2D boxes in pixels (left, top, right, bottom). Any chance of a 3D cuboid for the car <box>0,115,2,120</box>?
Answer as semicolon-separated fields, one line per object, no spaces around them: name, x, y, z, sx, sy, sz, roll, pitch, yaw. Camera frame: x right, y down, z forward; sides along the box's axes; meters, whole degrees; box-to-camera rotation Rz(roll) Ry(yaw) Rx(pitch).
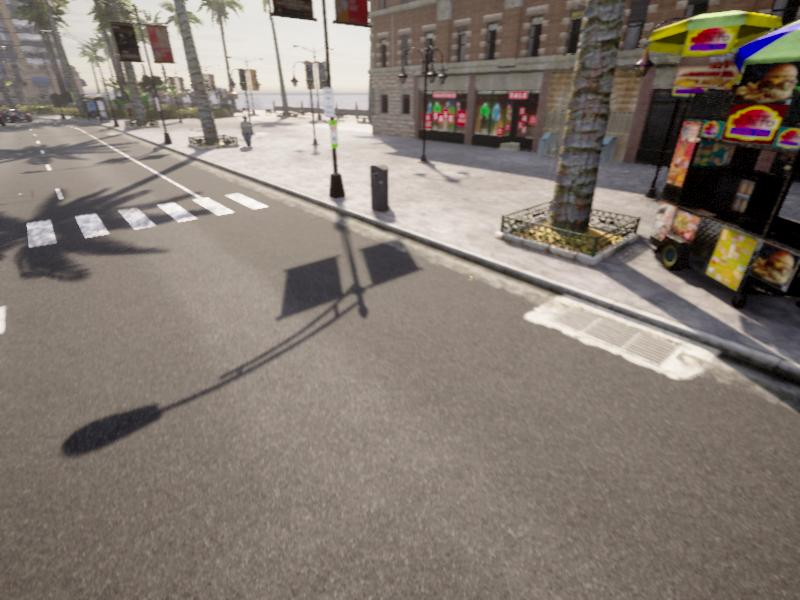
car;-56.336;-25.080;53.207;5.566;2.045;2.150;10;29;19

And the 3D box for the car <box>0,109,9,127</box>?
car;-43.890;-19.377;42.515;4.611;1.667;2.242;21;34;34

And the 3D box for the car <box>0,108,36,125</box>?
car;-47.145;-22.402;48.762;5.027;1.651;2.152;15;31;26

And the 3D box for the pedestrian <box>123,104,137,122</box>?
pedestrian;-31.421;-21.739;46.515;0.751;1.860;0.751;22;35;36

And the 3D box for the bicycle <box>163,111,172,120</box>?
bicycle;-30.095;-23.962;51.833;0.373;1.024;1.643;-22;34;-36

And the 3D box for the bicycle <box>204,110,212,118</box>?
bicycle;-26.296;-25.469;54.764;0.373;1.024;1.643;-22;34;-36

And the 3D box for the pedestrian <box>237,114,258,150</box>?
pedestrian;-8.860;-9.774;23.230;0.751;1.860;0.751;-12;30;-23

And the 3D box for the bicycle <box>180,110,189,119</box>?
bicycle;-28.575;-24.565;53.005;0.373;1.024;1.643;-22;34;-36
